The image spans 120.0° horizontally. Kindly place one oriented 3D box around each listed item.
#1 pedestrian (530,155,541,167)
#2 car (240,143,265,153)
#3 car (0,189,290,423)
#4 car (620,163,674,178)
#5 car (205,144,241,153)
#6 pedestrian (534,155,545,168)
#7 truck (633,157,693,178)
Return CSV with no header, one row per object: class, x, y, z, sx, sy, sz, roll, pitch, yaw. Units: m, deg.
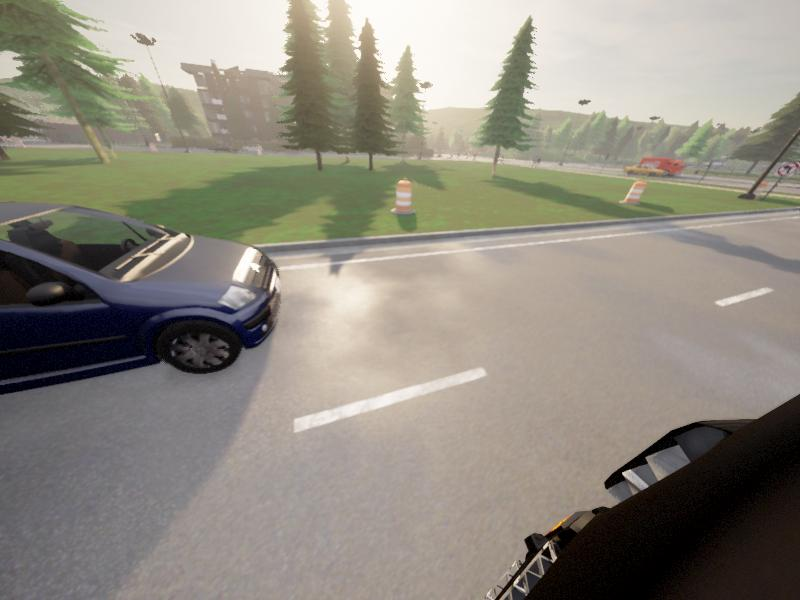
pedestrian,24.313,-24.946,41.429,0.751,1.860,0.751,-6,34,-13
car,-29.137,-29.961,45.636,3.633,1.501,1.845,-9,35,-17
car,-3.534,-0.116,2.423,3.988,1.617,1.851,-9,35,-17
car,38.094,-20.197,35.861,1.801,1.575,5.366,-9,35,-17
car,-31.872,-27.390,41.764,4.718,1.301,1.895,-9,35,-17
pedestrian,24.506,-24.413,40.639,0.751,1.860,0.751,-5,34,-12
truck,41.421,-21.080,36.637,2.627,2.467,5.204,-9,35,-17
